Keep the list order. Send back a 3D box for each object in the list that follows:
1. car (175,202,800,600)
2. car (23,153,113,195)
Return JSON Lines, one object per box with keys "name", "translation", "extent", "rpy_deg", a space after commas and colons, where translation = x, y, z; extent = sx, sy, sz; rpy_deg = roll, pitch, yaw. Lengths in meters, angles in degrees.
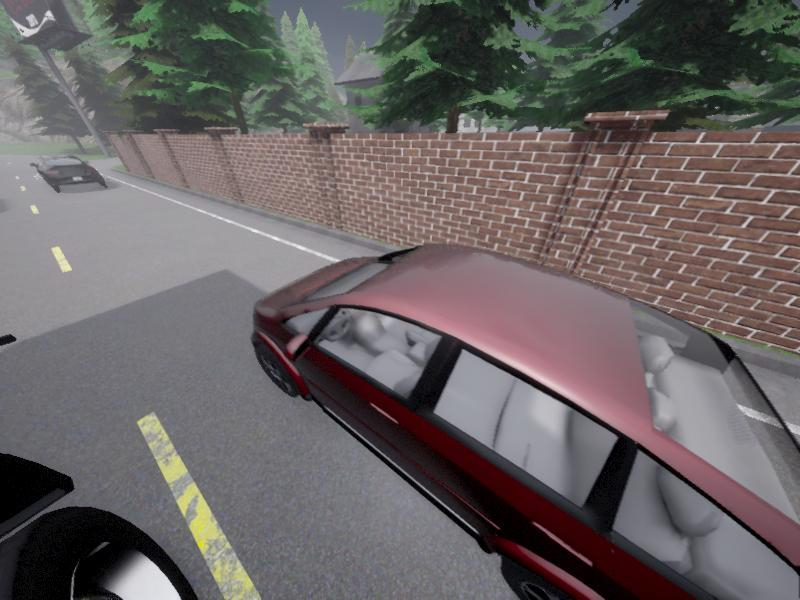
{"name": "car", "translation": [0.261, 0.403, 1.997], "extent": [3.705, 1.549, 1.789], "rpy_deg": [22, 41, 28]}
{"name": "car", "translation": [-17.401, -6.738, 12.091], "extent": [4.674, 1.442, 1.812], "rpy_deg": [22, 41, 28]}
